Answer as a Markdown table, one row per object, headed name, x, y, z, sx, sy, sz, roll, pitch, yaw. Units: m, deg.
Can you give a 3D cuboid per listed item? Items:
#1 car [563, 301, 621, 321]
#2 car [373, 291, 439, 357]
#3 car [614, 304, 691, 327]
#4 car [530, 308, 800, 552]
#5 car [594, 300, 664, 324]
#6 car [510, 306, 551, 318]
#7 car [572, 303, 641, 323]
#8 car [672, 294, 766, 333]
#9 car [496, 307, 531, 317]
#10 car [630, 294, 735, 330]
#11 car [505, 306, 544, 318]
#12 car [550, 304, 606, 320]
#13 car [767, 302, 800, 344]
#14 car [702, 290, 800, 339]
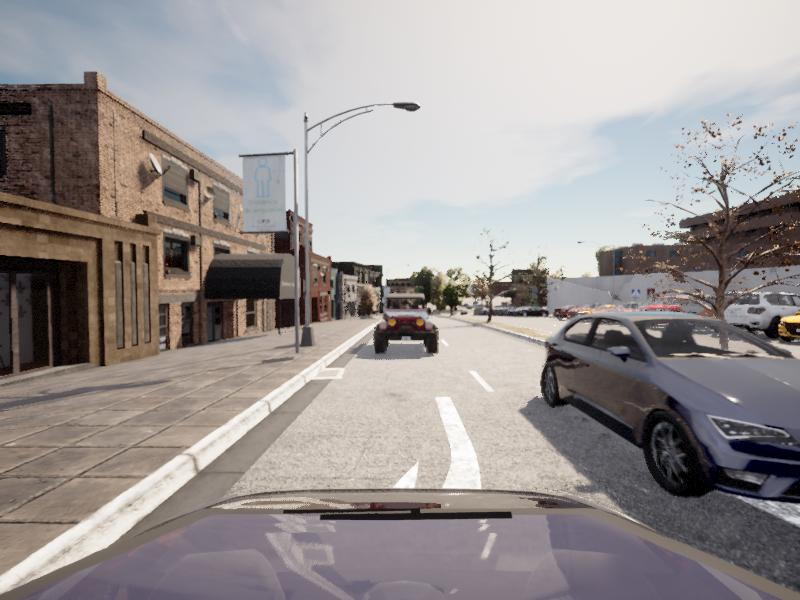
| name | x | y | z | sx | sy | sz | roll | pitch | yaw |
| --- | --- | --- | --- | --- | --- | --- | --- | --- | --- |
| car | 17.519 | 1.024 | 36.463 | 4.553 | 1.767 | 2.185 | 1 | -1 | -19 |
| car | 0.197 | 0.699 | 13.347 | 1.905 | 1.878 | 3.866 | 0 | -1 | 1 |
| car | 17.361 | 1.044 | 27.527 | 4.674 | 1.452 | 2.002 | 1 | -1 | -19 |
| car | 3.081 | 0.874 | 4.644 | 1.816 | 1.474 | 4.193 | 0 | 0 | 1 |
| car | 17.432 | 0.922 | 30.513 | 4.553 | 1.767 | 2.185 | 1 | -1 | -19 |
| car | 17.746 | 1.597 | 54.294 | 5.008 | 1.535 | 2.097 | 1 | -2 | -19 |
| car | 17.270 | 1.087 | 33.410 | 5.366 | 1.575 | 1.946 | 1 | -1 | -19 |
| car | 17.167 | 0.710 | 21.537 | 4.442 | 1.987 | 1.878 | 1 | 0 | -19 |
| car | 17.903 | 1.891 | 63.163 | 4.892 | 1.521 | 2.231 | 2 | -2 | -18 |
| car | 17.293 | 0.717 | 24.538 | 5.566 | 2.045 | 2.435 | 1 | 0 | -19 |
| car | 17.792 | 1.692 | 57.254 | 5.008 | 1.535 | 2.097 | 1 | -2 | -19 |
| car | 17.521 | 1.209 | 39.428 | 5.008 | 1.535 | 2.097 | 1 | -2 | -19 |
| car | 17.192 | 0.896 | 15.621 | 5.008 | 1.535 | 2.097 | 1 | 0 | -19 |
| car | 17.258 | 0.662 | 18.613 | 5.566 | 2.045 | 2.435 | 1 | -1 | -19 |
